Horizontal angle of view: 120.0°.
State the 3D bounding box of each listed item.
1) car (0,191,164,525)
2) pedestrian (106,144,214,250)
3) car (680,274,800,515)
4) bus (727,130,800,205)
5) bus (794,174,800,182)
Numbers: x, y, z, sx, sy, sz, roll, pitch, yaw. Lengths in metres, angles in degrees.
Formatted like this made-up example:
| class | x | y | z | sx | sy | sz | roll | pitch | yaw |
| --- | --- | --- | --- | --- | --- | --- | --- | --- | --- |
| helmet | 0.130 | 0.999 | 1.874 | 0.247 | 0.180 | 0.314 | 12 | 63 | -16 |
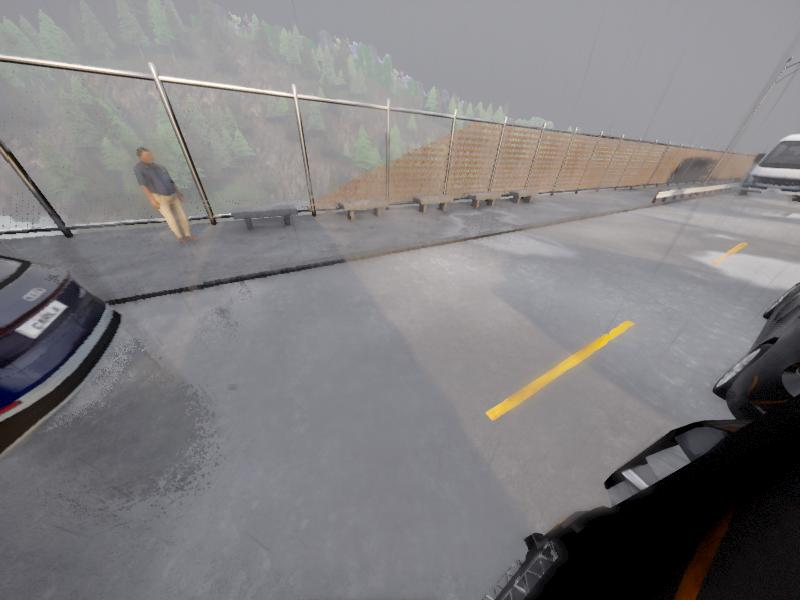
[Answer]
| class | x | y | z | sx | sy | sz | roll | pitch | yaw |
| --- | --- | --- | --- | --- | --- | --- | --- | --- | --- |
| car | -4.774 | 0.784 | 0.918 | 4.856 | 1.649 | 2.033 | -17 | 38 | -25 |
| pedestrian | -4.901 | -2.134 | 4.865 | 0.751 | 1.860 | 0.751 | 20 | 37 | 24 |
| car | 5.342 | 0.499 | 2.208 | 5.008 | 1.535 | 1.882 | -16 | 38 | -26 |
| bus | 31.601 | -10.499 | 18.307 | 10.273 | 4.253 | 3.944 | -18 | 39 | -27 |
| bus | 73.910 | -22.626 | 39.787 | 10.273 | 4.253 | 3.944 | -16 | 38 | -26 |
